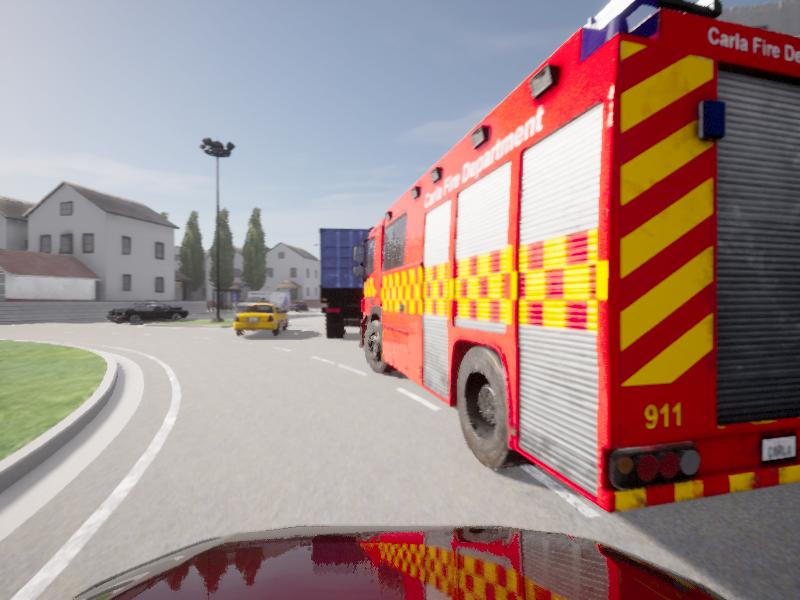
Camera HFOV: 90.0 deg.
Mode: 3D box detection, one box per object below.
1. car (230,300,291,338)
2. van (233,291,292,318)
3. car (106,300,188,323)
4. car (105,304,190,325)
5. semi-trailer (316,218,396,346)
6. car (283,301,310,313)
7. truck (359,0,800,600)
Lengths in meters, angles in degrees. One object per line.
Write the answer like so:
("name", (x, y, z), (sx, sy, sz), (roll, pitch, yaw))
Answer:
("car", (-6.557, 0.814, 19.399), (1.801, 1.575, 5.366), (0, 0, -9))
("van", (-13.279, 0.405, 39.236), (2.351, 2.431, 6.366), (0, 0, 14))
("car", (-19.710, 0.809, 31.497), (1.930, 1.638, 5.238), (0, 0, 23))
("car", (-17.545, 0.978, 28.084), (1.895, 1.301, 4.718), (0, 0, 26))
("semi-trailer", (-2.251, -0.613, 20.894), (2.717, 4.402, 14.254), (0, 0, -6))
("car", (-13.791, 0.884, 53.387), (1.816, 1.474, 4.193), (0, 0, 12))
("truck", (1.451, -0.322, 6.543), (2.891, 3.827, 8.468), (0, 0, -15))
